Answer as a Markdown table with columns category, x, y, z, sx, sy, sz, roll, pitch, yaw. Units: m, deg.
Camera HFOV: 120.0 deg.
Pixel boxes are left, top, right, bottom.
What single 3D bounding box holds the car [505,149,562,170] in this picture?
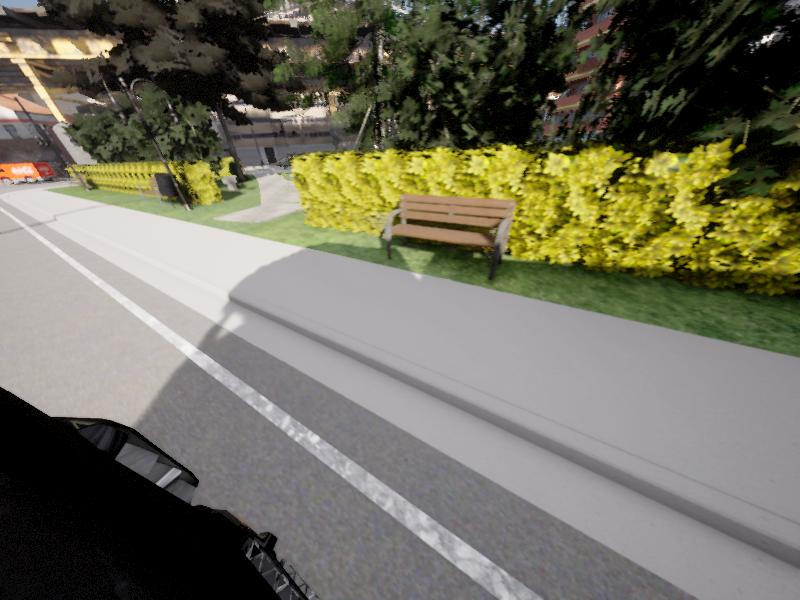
| category | x | y | z | sx | sy | sz | roll | pitch | yaw |
| --- | --- | --- | --- | --- | --- | --- | --- | --- | --- |
| car | 12.295 | -13.254 | 21.716 | 1.812 | 1.442 | 4.674 | -10 | 34 | -10 |

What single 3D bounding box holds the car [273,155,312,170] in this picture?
| category | x | y | z | sx | sy | sz | roll | pitch | yaw |
| --- | --- | --- | --- | --- | --- | --- | --- | --- | --- |
| car | -16.521 | -21.357 | 35.932 | 5.027 | 1.651 | 2.152 | -10 | 34 | -11 |

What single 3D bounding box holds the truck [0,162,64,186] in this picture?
| category | x | y | z | sx | sy | sz | roll | pitch | yaw |
| --- | --- | --- | --- | --- | --- | --- | --- | --- | --- |
| truck | -52.120 | -17.490 | 32.004 | 5.204 | 2.467 | 2.627 | -10 | 34 | -11 |

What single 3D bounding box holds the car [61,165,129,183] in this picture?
| category | x | y | z | sx | sy | sz | roll | pitch | yaw |
| --- | --- | --- | --- | --- | --- | --- | --- | --- | --- |
| car | -41.077 | -17.080 | 31.308 | 5.238 | 1.638 | 1.930 | -10 | 34 | -10 |

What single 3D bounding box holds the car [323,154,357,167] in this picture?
| category | x | y | z | sx | sy | sz | roll | pitch | yaw |
| --- | --- | --- | --- | --- | --- | --- | --- | --- | --- |
| car | -9.658 | -22.533 | 37.274 | 4.974 | 1.542 | 2.038 | -10 | 34 | -11 |

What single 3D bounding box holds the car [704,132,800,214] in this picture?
| category | x | y | z | sx | sy | sz | roll | pitch | yaw |
| --- | --- | --- | --- | --- | --- | --- | --- | --- | --- |
| car | 13.259 | -3.341 | 6.154 | 2.150 | 2.045 | 5.566 | -10 | 34 | -10 |

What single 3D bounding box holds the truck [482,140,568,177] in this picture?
| category | x | y | z | sx | sy | sz | roll | pitch | yaw |
| --- | --- | --- | --- | --- | --- | --- | --- | --- | --- |
| truck | 9.568 | -11.494 | 18.674 | 2.390 | 2.098 | 6.274 | -10 | 34 | -10 |
